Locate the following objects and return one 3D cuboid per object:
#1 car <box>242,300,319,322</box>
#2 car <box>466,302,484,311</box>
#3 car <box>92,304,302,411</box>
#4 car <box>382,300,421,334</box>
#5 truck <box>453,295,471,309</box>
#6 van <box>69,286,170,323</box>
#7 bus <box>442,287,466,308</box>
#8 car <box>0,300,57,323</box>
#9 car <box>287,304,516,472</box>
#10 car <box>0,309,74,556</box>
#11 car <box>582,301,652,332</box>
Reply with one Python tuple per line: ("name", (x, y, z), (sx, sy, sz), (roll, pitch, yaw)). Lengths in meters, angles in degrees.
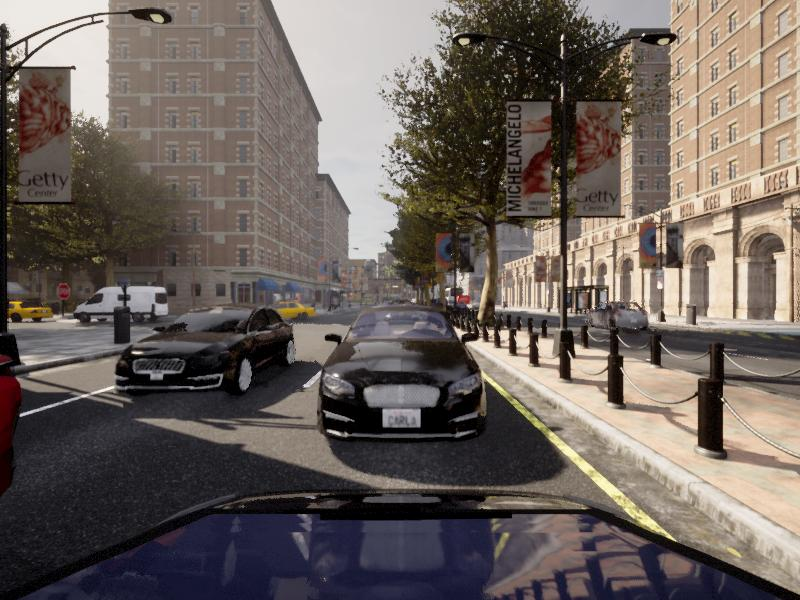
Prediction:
("car", (-9.151, 0.801, 30.900), (5.366, 1.575, 1.801), (0, 0, -37))
("car", (11.711, 0.944, 62.467), (1.895, 1.301, 4.718), (0, 0, 0))
("car", (-3.506, 0.845, 8.168), (1.837, 1.490, 4.892), (0, 0, 0))
("car", (0.068, 0.787, 20.719), (1.851, 1.617, 3.988), (0, 0, 0))
("truck", (11.755, 0.355, 75.729), (2.627, 2.467, 5.204), (0, 0, 0))
("van", (-20.214, 0.322, 29.025), (5.915, 2.561, 1.988), (0, 0, -2))
("bus", (11.676, -0.538, 88.180), (3.944, 4.253, 10.273), (0, 0, 0))
("car", (-28.277, 0.801, 28.894), (5.366, 1.575, 1.801), (0, 0, -1))
("car", (0.023, 0.836, 6.166), (2.128, 1.511, 4.902), (0, 0, 0))
("car", (-3.495, 0.828, 0.791), (2.007, 1.525, 4.514), (0, 0, 0))
("car", (11.575, 0.826, 21.612), (1.845, 1.501, 3.633), (0, 0, 0))
